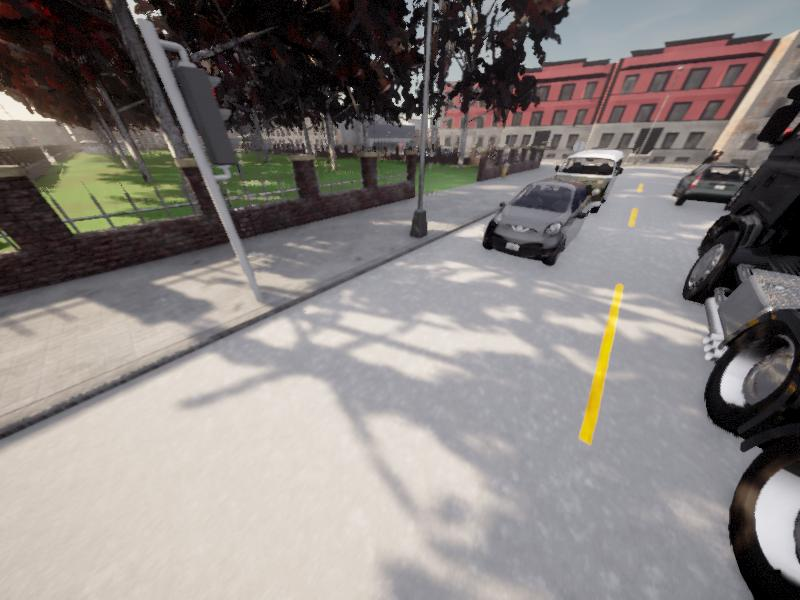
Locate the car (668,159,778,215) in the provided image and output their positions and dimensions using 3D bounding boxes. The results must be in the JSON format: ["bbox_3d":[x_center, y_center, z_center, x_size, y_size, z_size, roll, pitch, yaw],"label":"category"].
[{"bbox_3d":[13.689,-5.140,10.170,1.851,1.617,3.988,27,43,33],"label":"car"}]

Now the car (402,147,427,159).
[{"bbox_3d":[2.334,-24.330,38.203,3.705,1.549,1.789,27,43,34],"label":"car"}]

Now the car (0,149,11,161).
[{"bbox_3d":[-58.755,-20.868,33.266,4.181,1.385,1.994,27,43,34],"label":"car"}]

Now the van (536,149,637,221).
[{"bbox_3d":[7.791,-4.994,9.569,2.069,2.038,4.480,27,43,34],"label":"van"}]

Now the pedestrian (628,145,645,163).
[{"bbox_3d":[28.940,-17.846,28.267,0.751,1.860,0.751,27,42,33],"label":"pedestrian"}]

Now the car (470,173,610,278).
[{"bbox_3d":[3.634,-2.177,5.908,1.845,1.501,3.633,27,43,33],"label":"car"}]

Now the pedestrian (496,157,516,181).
[{"bbox_3d":[7.155,-8.853,15.627,0.751,1.300,0.751,27,43,34],"label":"pedestrian"}]

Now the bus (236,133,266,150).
[{"bbox_3d":[-48.468,-51.315,75.164,10.273,4.253,3.944,26,42,34],"label":"bus"}]

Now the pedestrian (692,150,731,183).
[{"bbox_3d":[20.630,-8.862,15.339,0.751,1.860,0.751,-27,43,-34],"label":"pedestrian"}]

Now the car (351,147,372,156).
[{"bbox_3d":[-7.645,-29.372,45.618,3.806,1.475,1.970,27,43,34],"label":"car"}]

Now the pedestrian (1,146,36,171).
[{"bbox_3d":[-33.961,-12.622,20.594,0.751,1.860,0.751,25,41,31],"label":"pedestrian"}]

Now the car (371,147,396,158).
[{"bbox_3d":[-3.015,-27.039,42.174,4.514,1.525,2.007,27,43,34],"label":"car"}]

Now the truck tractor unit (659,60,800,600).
[{"bbox_3d":[4.733,-0.567,1.171,3.053,4.208,6.516,27,43,34],"label":"truck tractor unit"}]

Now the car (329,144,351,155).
[{"bbox_3d":[-12.834,-32.177,49.351,4.605,1.855,1.932,27,43,34],"label":"car"}]

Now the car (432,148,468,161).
[{"bbox_3d":[7.340,-21.758,34.508,4.892,1.490,1.837,26,42,33],"label":"car"}]

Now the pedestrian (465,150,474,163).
[{"bbox_3d":[8.538,-17.556,28.325,0.751,1.300,0.751,14,37,20],"label":"pedestrian"}]

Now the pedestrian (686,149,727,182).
[{"bbox_3d":[21.119,-9.298,15.976,0.751,1.860,0.751,-11,36,-15],"label":"pedestrian"}]

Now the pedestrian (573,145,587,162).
[{"bbox_3d":[23.611,-19.222,30.271,0.751,1.860,0.751,-28,44,-35],"label":"pedestrian"}]

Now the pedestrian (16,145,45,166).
[{"bbox_3d":[-39.356,-15.400,24.643,0.751,1.860,0.751,27,43,33],"label":"pedestrian"}]
